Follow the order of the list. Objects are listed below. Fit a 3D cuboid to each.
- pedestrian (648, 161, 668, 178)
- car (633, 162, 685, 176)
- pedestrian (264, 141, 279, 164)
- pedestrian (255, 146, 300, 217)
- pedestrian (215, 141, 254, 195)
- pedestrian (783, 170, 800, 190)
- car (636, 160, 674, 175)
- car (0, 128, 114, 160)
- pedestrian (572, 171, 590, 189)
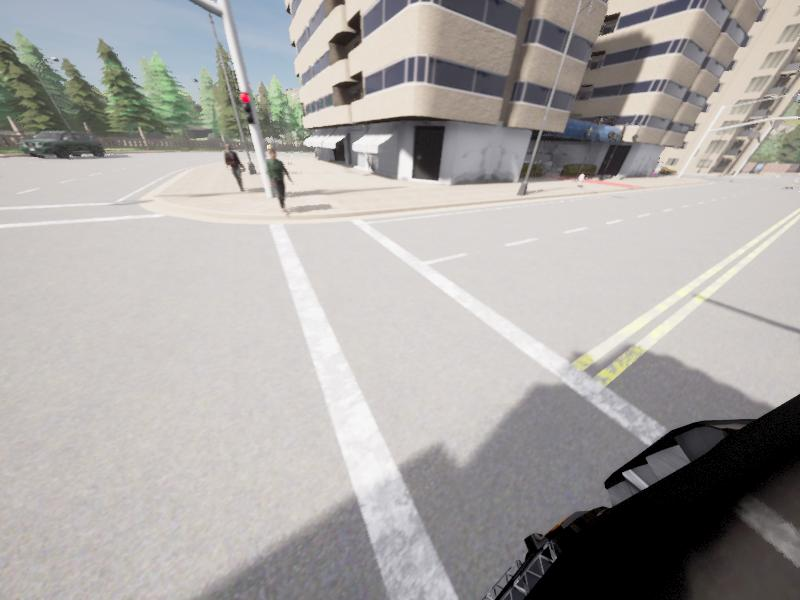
[{"bbox_3d":[32.292,-16.341,28.925,0.751,1.860,0.751,-16,38,-26],"label":"pedestrian"},{"bbox_3d":[43.111,-21.884,38.616,1.801,1.575,5.366,-16,38,-25],"label":"car"},{"bbox_3d":[-12.358,-14.192,22.285,0.751,1.860,0.751,-18,39,-28],"label":"pedestrian"},{"bbox_3d":[-3.804,-3.693,7.260,0.751,1.860,0.751,-18,39,-29],"label":"pedestrian"},{"bbox_3d":[-6.813,-5.461,9.589,0.751,1.860,0.751,-16,38,-26],"label":"pedestrian"},{"bbox_3d":[42.761,-12.900,24.819,0.751,1.860,0.751,-25,42,-35],"label":"pedestrian"},{"bbox_3d":[45.362,-23.676,41.192,1.905,1.878,3.866,-16,39,-26],"label":"car"},{"bbox_3d":[-30.105,-13.962,20.764,2.150,2.045,5.566,-3,34,-8],"label":"car"},{"bbox_3d":[13.149,-8.755,16.804,0.500,1.100,0.500,-16,38,-25],"label":"pedestrian"}]
